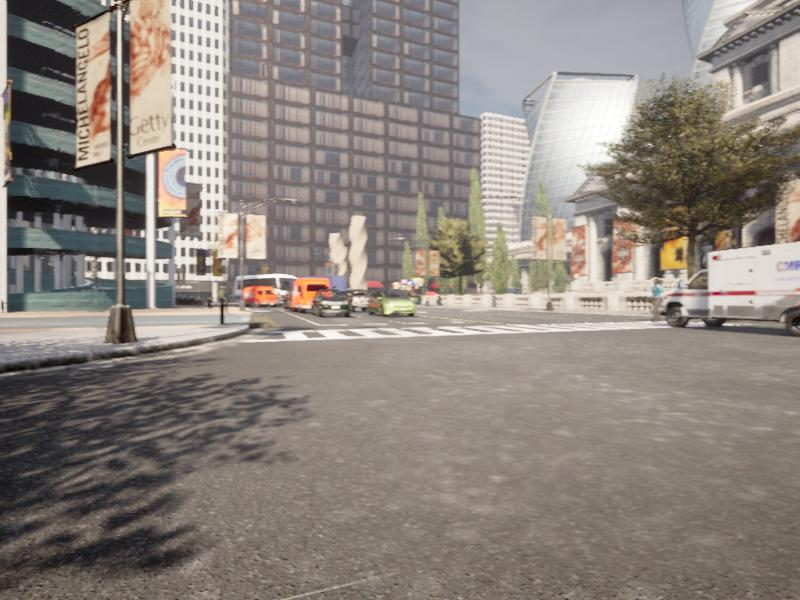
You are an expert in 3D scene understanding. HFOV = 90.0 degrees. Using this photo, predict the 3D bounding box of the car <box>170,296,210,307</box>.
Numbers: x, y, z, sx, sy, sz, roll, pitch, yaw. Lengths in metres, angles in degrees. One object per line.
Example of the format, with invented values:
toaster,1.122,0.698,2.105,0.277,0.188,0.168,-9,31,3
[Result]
car,-29.187,0.147,55.512,4.902,1.511,2.128,0,0,18

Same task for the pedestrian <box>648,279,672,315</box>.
pedestrian,13.606,-0.167,20.910,0.751,1.860,0.751,0,0,-23

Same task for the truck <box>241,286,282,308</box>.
truck,-16.363,-0.300,47.149,2.627,2.467,5.204,0,-2,-44

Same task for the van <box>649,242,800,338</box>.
van,10.883,-0.255,11.682,2.351,2.431,6.366,0,0,-12

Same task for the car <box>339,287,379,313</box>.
car,-3.190,-0.006,30.387,1.932,1.855,4.605,0,0,-21

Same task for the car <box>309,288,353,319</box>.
car,-3.986,0.172,22.532,1.789,1.549,3.705,0,0,-21

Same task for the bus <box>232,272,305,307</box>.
bus,-17.626,-1.225,53.314,10.273,4.253,3.944,0,-1,36

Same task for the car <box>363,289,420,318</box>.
car,-0.636,0.181,23.592,2.007,1.525,4.514,0,0,-20

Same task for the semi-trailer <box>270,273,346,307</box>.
semi-trailer,-13.658,-1.330,58.040,14.254,4.402,2.717,0,0,40

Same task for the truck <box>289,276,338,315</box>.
truck,-6.352,-0.296,28.831,2.627,2.467,5.204,0,0,-21

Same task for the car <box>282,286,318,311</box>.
car,-9.003,-0.095,35.568,2.150,2.045,5.566,0,0,-24

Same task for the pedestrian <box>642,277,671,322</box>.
pedestrian,10.879,-0.005,16.990,0.751,1.860,0.751,0,0,-23

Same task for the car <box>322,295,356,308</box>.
car,-7.170,0.164,46.842,2.163,1.488,4.792,0,0,-33
